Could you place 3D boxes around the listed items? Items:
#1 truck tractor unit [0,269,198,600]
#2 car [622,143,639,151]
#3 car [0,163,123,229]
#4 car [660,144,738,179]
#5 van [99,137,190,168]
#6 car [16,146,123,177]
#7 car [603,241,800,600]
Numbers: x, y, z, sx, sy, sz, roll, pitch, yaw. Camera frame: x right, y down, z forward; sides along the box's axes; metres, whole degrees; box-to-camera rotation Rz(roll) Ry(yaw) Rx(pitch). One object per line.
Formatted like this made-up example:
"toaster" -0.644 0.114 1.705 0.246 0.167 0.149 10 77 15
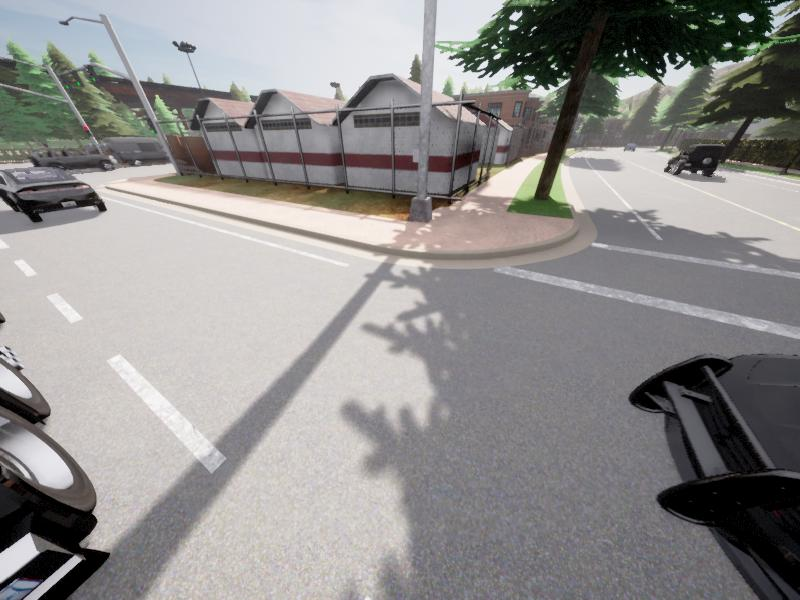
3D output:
"truck tractor unit" -5.120 -0.291 0.768 6.516 4.208 3.053 18 39 24
"car" 48.817 -32.376 48.830 2.033 1.411 5.357 26 43 33
"car" -13.221 -4.063 8.605 4.902 1.511 2.128 18 39 24
"car" 20.990 -10.019 16.509 1.905 1.878 3.866 18 39 25
"van" -27.552 -16.276 25.346 1.988 2.561 5.915 16 38 22
"car" -27.454 -11.794 19.491 1.932 1.855 4.605 16 39 22
"car" 4.184 1.418 0.494 5.238 1.638 1.930 17 39 24
